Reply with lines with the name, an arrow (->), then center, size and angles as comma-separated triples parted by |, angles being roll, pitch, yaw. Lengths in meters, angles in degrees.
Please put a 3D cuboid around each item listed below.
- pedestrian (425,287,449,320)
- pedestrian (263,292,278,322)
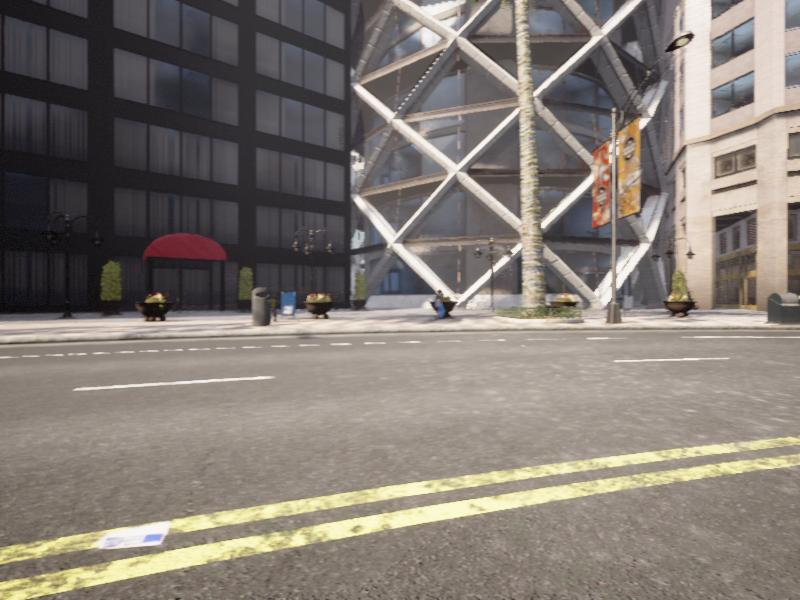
pedestrian -> 1.499, 0.145, 16.210 | 0.751, 1.300, 0.751 | 0, 0, -17
pedestrian -> -4.758, 0.249, 14.762 | 0.500, 1.100, 0.500 | 0, 0, -15
